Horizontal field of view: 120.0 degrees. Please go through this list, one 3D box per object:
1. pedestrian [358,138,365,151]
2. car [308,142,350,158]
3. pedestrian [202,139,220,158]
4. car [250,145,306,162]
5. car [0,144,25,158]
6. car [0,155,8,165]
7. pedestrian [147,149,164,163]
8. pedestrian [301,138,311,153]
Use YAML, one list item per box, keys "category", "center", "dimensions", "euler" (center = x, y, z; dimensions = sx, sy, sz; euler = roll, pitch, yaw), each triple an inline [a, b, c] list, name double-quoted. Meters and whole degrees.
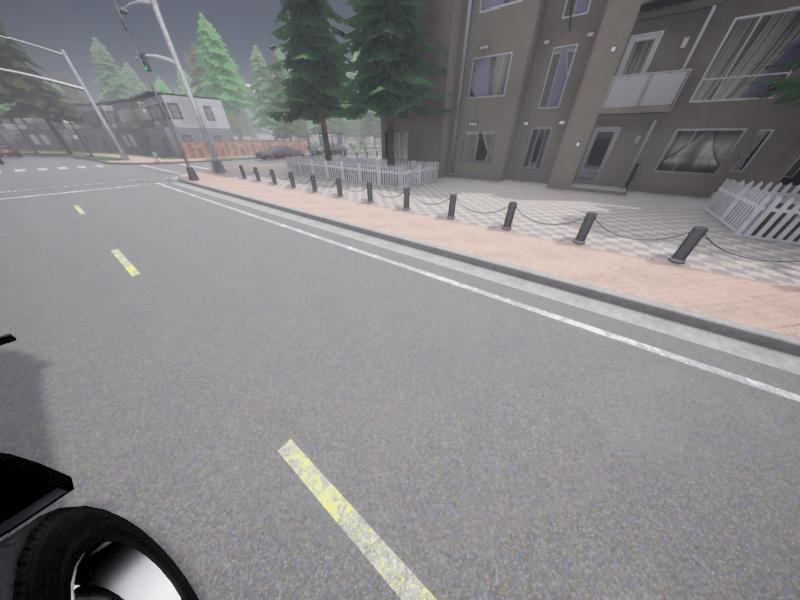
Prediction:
- category: "pedestrian"
  center: [-7.113, -28.752, 42.734]
  dimensions: [0.751, 1.860, 0.751]
  euler: [22, 41, 28]
- category: "car"
  center: [-9.700, -20.783, 31.916]
  dimensions: [2.152, 1.651, 5.027]
  euler: [24, 42, 30]
- category: "pedestrian"
  center: [-21.803, -17.506, 26.667]
  dimensions: [0.751, 1.860, 0.751]
  euler: [16, 38, 21]
- category: "car"
  center: [-14.183, -17.409, 27.293]
  dimensions: [2.033, 1.411, 5.357]
  euler: [25, 42, 30]
- category: "car"
  center: [-49.293, -18.327, 28.340]
  dimensions: [4.181, 1.385, 1.994]
  euler: [12, 37, 16]
- category: "car"
  center: [-38.831, -13.287, 21.258]
  dimensions: [4.181, 1.385, 1.994]
  euler: [19, 39, 24]
- category: "pedestrian"
  center: [-23.334, -13.779, 22.063]
  dimensions: [0.500, 1.100, 0.500]
  euler: [14, 37, 18]
- category: "pedestrian"
  center: [-14.302, -23.418, 35.112]
  dimensions: [0.751, 1.860, 0.751]
  euler: [25, 42, 30]
